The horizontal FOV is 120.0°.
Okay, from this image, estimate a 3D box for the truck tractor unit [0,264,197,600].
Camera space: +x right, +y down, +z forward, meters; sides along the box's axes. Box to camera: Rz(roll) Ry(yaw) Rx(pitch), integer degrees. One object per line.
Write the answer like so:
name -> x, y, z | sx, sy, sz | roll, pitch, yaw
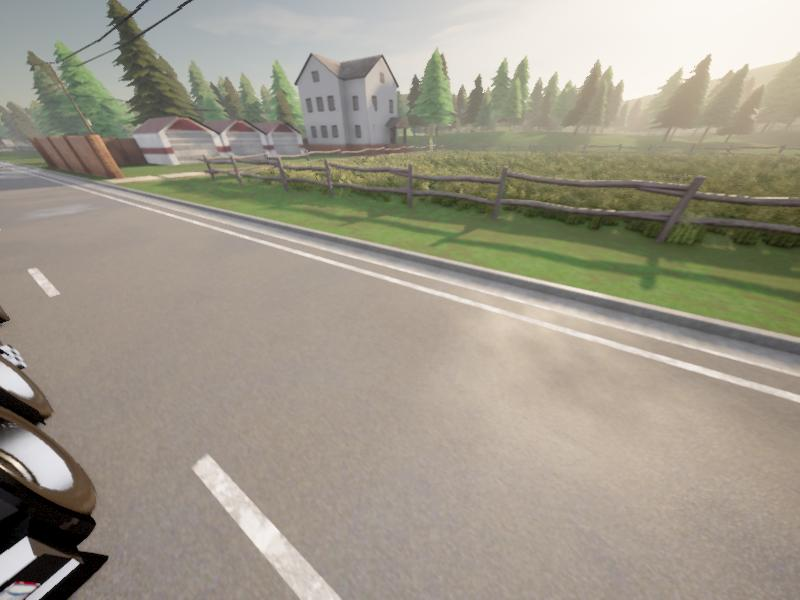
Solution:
truck tractor unit -> -5.111, -0.302, 0.777 | 6.516, 4.208, 3.053 | 18, 39, 24
